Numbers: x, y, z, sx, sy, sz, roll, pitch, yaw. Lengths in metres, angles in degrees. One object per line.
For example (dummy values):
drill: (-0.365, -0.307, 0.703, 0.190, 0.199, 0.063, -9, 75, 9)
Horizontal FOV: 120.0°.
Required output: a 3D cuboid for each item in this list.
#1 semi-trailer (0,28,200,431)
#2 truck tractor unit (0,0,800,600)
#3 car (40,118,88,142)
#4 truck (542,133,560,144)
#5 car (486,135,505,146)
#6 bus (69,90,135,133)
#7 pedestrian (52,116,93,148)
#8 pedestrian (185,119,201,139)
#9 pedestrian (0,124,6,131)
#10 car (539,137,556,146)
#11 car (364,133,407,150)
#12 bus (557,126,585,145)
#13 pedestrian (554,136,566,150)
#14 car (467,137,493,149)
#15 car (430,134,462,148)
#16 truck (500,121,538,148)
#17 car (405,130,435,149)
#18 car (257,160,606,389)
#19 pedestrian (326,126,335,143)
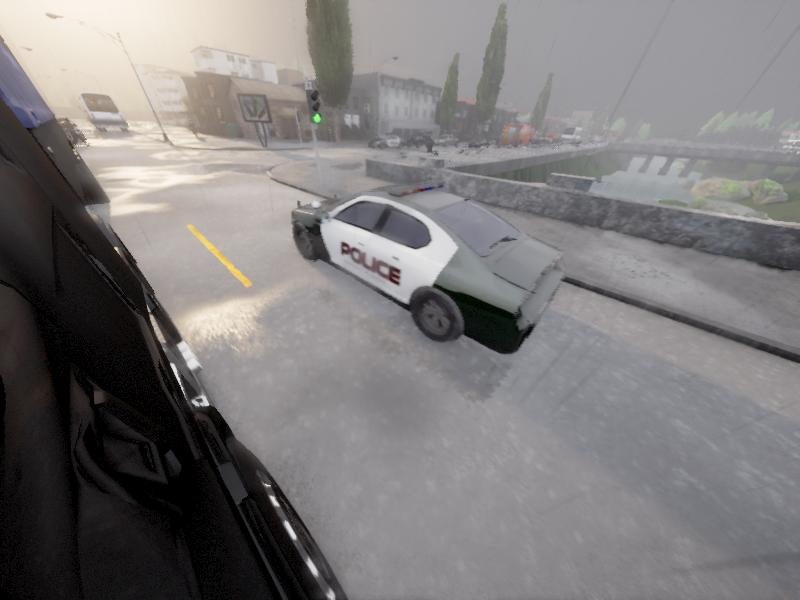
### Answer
semi-trailer: (-8.627, -3.655, 4.293, 14.254, 4.402, 2.717, 29, 44, 31)
truck tractor unit: (-2.645, -0.295, 0.351, 6.516, 4.208, 3.053, 28, 44, 30)
car: (-31.191, -15.882, 21.512, 3.988, 1.617, 1.851, 30, 44, 31)
truck: (45.921, -49.162, 70.291, 2.627, 2.467, 5.204, 30, 45, 31)
car: (19.137, -32.033, 46.377, 1.851, 1.617, 3.988, 30, 45, 31)
bus: (-43.378, -27.198, 33.632, 10.273, 4.253, 3.944, 30, 45, 32)
pedestrian: (-23.610, -12.111, 16.714, 0.751, 1.860, 0.751, -17, 41, -25)
pedestrian: (-24.619, -20.362, 27.487, 0.751, 1.860, 0.751, -29, 47, -35)
pedestrian: (-44.970, -19.767, 25.380, 0.751, 1.860, 0.751, 30, 45, 32)
car: (36.768, -39.521, 57.546, 2.038, 1.542, 4.974, 30, 45, 31)
car: (-1.620, -18.950, 27.602, 2.038, 1.542, 4.974, 30, 45, 32)
bus: (53.075, -50.890, 71.574, 3.944, 4.253, 10.273, 30, 45, 31)
pedestrian: (27.340, -26.743, 39.417, 0.751, 1.860, 0.751, -17, 41, -25)
car: (12.285, -24.117, 35.460, 1.816, 1.474, 4.193, 30, 44, 31)
car: (7.097, -24.481, 35.485, 2.152, 1.651, 5.027, 30, 45, 32)
truck: (22.872, -31.673, 44.285, 2.891, 3.827, 8.468, 30, 45, 31)
car: (2.739, -21.847, 31.457, 1.905, 1.878, 3.866, 30, 45, 32)
car: (-0.076, -1.157, 3.924, 4.974, 1.542, 2.038, 30, 45, 31)
pedestrian: (-9.600, -22.828, 31.800, 0.751, 1.860, 0.751, 1, 37, -2)
